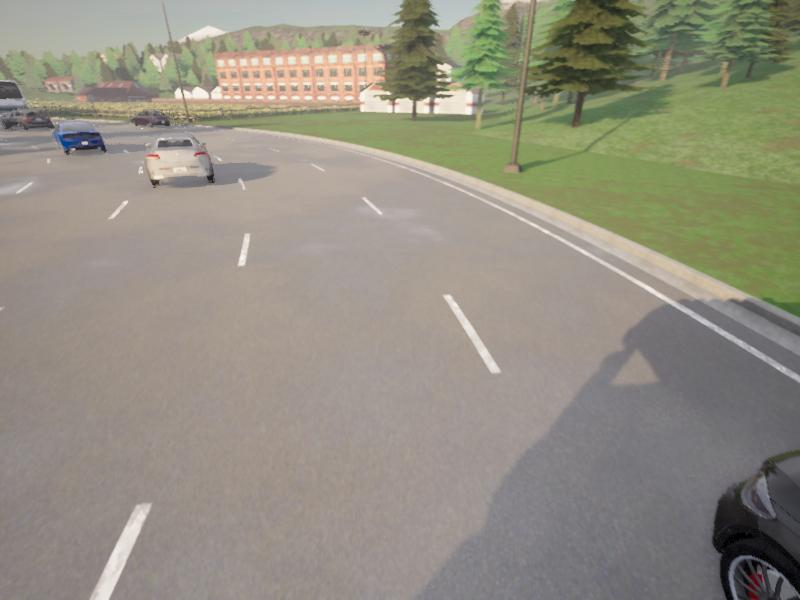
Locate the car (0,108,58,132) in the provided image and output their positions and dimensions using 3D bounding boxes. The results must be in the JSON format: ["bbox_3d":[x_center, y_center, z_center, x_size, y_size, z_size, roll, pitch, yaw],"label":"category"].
[{"bbox_3d":[-33.283,-16.077,35.621,4.611,1.667,2.242,13,30,23],"label":"car"}]

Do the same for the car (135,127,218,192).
[{"bbox_3d":[-8.626,-5.632,15.608,2.152,1.651,5.027,-12,30,-23],"label":"car"}]

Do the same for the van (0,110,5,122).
[{"bbox_3d":[-47.755,-21.409,45.468,4.480,2.038,2.069,13,30,24],"label":"van"}]

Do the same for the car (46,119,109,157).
[{"bbox_3d":[-18.392,-9.302,22.749,1.882,1.535,5.008,-22,35,-37],"label":"car"}]

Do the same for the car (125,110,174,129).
[{"bbox_3d":[-23.791,-17.207,38.016,4.193,1.474,1.816,15,31,27],"label":"car"}]

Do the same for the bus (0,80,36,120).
[{"bbox_3d":[-51.287,-24.966,49.893,10.273,4.253,3.944,13,30,24],"label":"bus"}]

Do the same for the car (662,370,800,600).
[{"bbox_3d":[3.159,2.148,0.849,1.812,1.442,4.674,-2,28,-4],"label":"car"}]
